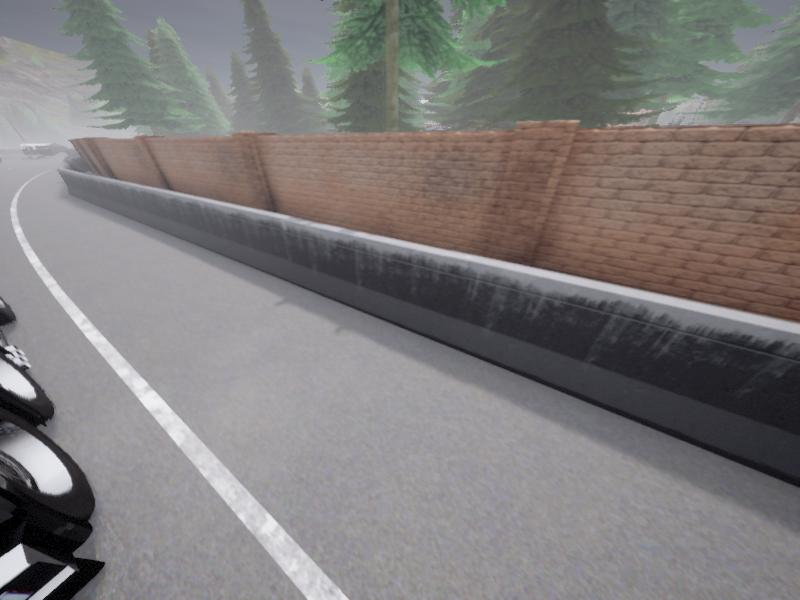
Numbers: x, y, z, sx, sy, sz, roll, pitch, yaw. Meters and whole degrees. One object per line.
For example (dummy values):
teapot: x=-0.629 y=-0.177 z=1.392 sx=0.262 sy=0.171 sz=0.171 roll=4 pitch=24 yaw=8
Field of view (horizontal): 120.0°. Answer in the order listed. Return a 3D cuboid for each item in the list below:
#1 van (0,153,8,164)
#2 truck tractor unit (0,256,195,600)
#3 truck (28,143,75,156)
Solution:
van: x=-52.797 y=-18.228 z=28.553 sx=1.988 sy=2.561 sz=5.915 roll=-24 pitch=41 yaw=-29
truck tractor unit: x=-5.101 y=-0.308 z=0.807 sx=6.516 sy=4.208 sz=3.053 roll=19 pitch=39 yaw=25
truck: x=-70.926 y=-30.791 z=47.208 sx=2.390 sy=2.098 sz=6.274 roll=-15 pitch=37 yaw=-20
